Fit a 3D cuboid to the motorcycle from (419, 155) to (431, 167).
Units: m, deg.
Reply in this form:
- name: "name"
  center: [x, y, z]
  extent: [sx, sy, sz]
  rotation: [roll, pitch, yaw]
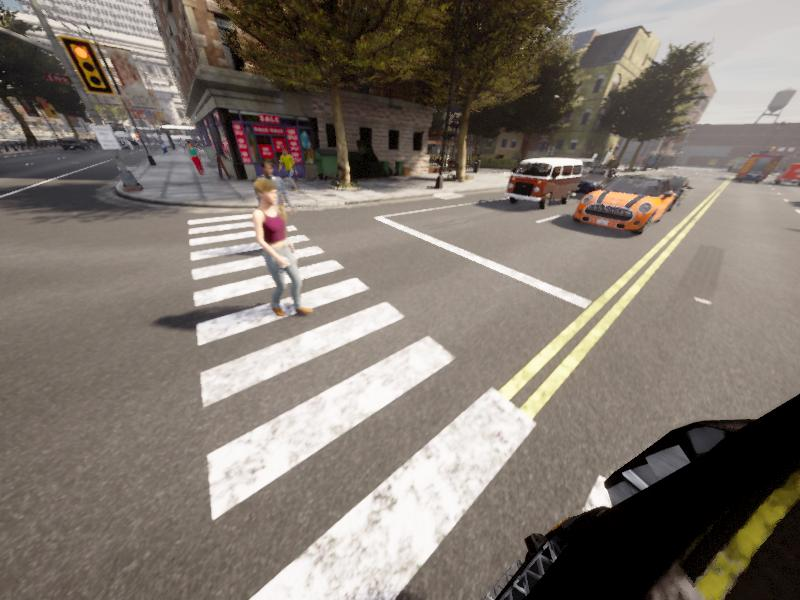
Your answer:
- name: "motorcycle"
  center: [3.276, -18.275, 30.403]
  extent: [0.803, 1.145, 2.033]
  rotation: [23, 37, 11]

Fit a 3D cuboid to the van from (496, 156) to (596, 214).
- name: "van"
  center: [7.199, -5.798, 11.373]
  extent: [4.480, 2.038, 2.069]
  rotation: [-22, 41, -32]

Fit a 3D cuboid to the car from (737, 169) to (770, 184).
- name: "car"
  center: [47.206, -16.533, 30.916]
  extent: [3.705, 1.549, 1.789]
  rotation: [-22, 41, -32]

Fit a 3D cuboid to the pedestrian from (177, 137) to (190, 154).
- name: "pedestrian"
  center: [-29.691, -21.185, 31.696]
  extent: [0.751, 1.860, 0.751]
  rotation: [-23, 41, -33]

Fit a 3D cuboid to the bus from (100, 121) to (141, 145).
- name: "bus"
  center: [-67.872, -40.779, 56.569]
  extent: [3.944, 4.253, 10.273]
  rotation: [-21, 40, -32]

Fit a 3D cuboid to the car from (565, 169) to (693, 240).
- name: "car"
  center: [8.706, -3.844, 8.762]
  extent: [4.553, 1.767, 2.097]
  rotation: [-22, 41, -32]

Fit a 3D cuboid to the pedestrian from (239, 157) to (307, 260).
- name: "pedestrian"
  center: [-2.662, -1.935, 4.950]
  extent: [0.751, 1.860, 0.751]
  rotation: [-18, 39, -29]

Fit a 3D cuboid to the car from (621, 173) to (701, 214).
- name: "car"
  center: [14.269, -5.923, 12.573]
  extent: [4.892, 1.490, 1.837]
  rotation: [-22, 41, -32]

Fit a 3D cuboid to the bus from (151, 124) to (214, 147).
- name: "bus"
  center: [-55.151, -41.957, 59.273]
  extent: [10.273, 4.253, 3.944]
  rotation: [-9, 35, -17]

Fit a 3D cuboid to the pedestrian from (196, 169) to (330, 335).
- name: "pedestrian"
  center: [-1.549, -0.570, 2.975]
  extent: [0.751, 1.860, 0.751]
  rotation: [11, 35, 13]

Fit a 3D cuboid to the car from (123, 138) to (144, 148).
- name: "car"
  center: [-50.612, -29.885, 43.889]
  extent: [1.845, 1.501, 3.633]
  rotation: [-21, 40, -31]

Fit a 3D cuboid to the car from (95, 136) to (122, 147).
- name: "car"
  center: [-54.979, -30.017, 43.680]
  extent: [2.033, 1.649, 4.856]
  rotation: [-21, 40, -32]

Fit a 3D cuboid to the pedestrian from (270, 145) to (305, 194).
- name: "pedestrian"
  center: [-5.013, -5.856, 10.410]
  extent: [0.751, 1.860, 0.751]
  rotation: [6, 34, 5]

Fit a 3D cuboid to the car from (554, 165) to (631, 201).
- name: "car"
  center: [12.678, -7.794, 15.159]
  extent: [5.027, 1.651, 2.152]
  rotation: [-22, 41, -32]

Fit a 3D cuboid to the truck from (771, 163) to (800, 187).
- name: "truck"
  center: [52.502, -16.546, 30.510]
  extent: [5.204, 2.467, 2.627]
  rotation: [-22, 41, -32]

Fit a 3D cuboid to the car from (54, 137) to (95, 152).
- name: "car"
  center: [-42.217, -20.321, 30.129]
  extent: [1.837, 1.490, 4.892]
  rotation: [-21, 41, -32]

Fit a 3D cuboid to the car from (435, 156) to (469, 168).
- name: "car"
  center: [7.535, -20.455, 34.153]
  extent: [1.895, 1.301, 4.718]
  rotation: [-21, 41, -32]

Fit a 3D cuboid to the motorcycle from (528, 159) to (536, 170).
- name: "motorcycle"
  center: [19.671, -20.286, 34.563]
  extent: [0.764, 1.277, 2.356]
  rotation: [6, 32, 23]

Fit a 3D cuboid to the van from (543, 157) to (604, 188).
- name: "van"
  center: [14.908, -11.307, 20.287]
  extent: [1.775, 1.987, 4.442]
  rotation: [2, 33, -1]

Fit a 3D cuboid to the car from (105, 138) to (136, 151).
- name: "car"
  center: [-42.777, -23.940, 35.508]
  extent: [2.038, 1.542, 4.974]
  rotation: [-21, 41, -32]

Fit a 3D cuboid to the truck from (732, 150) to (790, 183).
- name: "truck"
  center: [54.293, -20.265, 34.995]
  extent: [8.468, 3.827, 2.891]
  rotation: [-22, 41, -32]

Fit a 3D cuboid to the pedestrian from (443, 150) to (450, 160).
- name: "pedestrian"
  center: [9.926, -31.041, 49.446]
  extent: [0.751, 1.860, 0.751]
  rotation: [-22, 41, -33]

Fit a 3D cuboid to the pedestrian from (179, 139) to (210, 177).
- name: "pedestrian"
  center: [-12.097, -8.370, 13.678]
  extent: [0.751, 1.860, 0.751]
  rotation: [-19, 39, -29]
